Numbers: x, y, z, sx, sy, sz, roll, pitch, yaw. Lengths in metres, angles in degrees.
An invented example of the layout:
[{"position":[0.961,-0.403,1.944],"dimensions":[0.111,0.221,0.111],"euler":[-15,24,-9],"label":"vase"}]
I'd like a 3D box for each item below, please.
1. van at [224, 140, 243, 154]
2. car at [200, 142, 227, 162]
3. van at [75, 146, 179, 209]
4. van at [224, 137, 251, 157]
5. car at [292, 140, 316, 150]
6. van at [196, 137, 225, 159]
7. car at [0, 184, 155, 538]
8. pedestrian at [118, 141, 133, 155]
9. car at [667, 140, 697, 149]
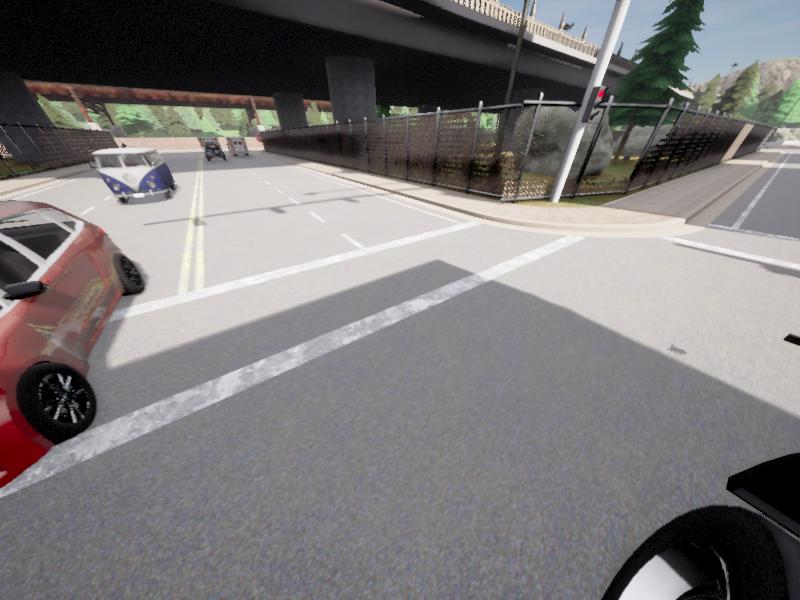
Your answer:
[{"position":[-30.095,-27.597,41.691],"dimensions":[1.775,1.987,4.442],"euler":[-22,41,-28],"label":"van"},{"position":[-23.170,-18.416,28.686],"dimensions":[1.932,1.855,4.605],"euler":[-22,41,-28],"label":"car"},{"position":[-11.859,-5.750,10.508],"dimensions":[1.775,1.987,4.442],"euler":[-22,41,-28],"label":"van"},{"position":[-25.932,-24.392,36.720],"dimensions":[2.351,2.431,6.366],"euler":[-22,41,-28],"label":"van"},{"position":[-23.130,-37.394,55.719],"dimensions":[4.553,1.767,2.097],"euler":[-22,40,-28],"label":"car"},{"position":[-28.186,-22.724,34.370],"dimensions":[2.351,2.431,6.366],"euler":[-22,41,-28],"label":"van"},{"position":[-4.751,0.163,2.308],"dimensions":[2.242,1.667,4.611],"euler":[-22,40,-28],"label":"car"},{"position":[-42.870,-23.726,36.101],"dimensions":[0.751,1.860,0.751],"euler":[-22,41,-28],"label":"pedestrian"},{"position":[61.233,-33.876,50.210],"dimensions":[1.789,1.549,3.705],"euler":[-22,41,-28],"label":"car"}]
